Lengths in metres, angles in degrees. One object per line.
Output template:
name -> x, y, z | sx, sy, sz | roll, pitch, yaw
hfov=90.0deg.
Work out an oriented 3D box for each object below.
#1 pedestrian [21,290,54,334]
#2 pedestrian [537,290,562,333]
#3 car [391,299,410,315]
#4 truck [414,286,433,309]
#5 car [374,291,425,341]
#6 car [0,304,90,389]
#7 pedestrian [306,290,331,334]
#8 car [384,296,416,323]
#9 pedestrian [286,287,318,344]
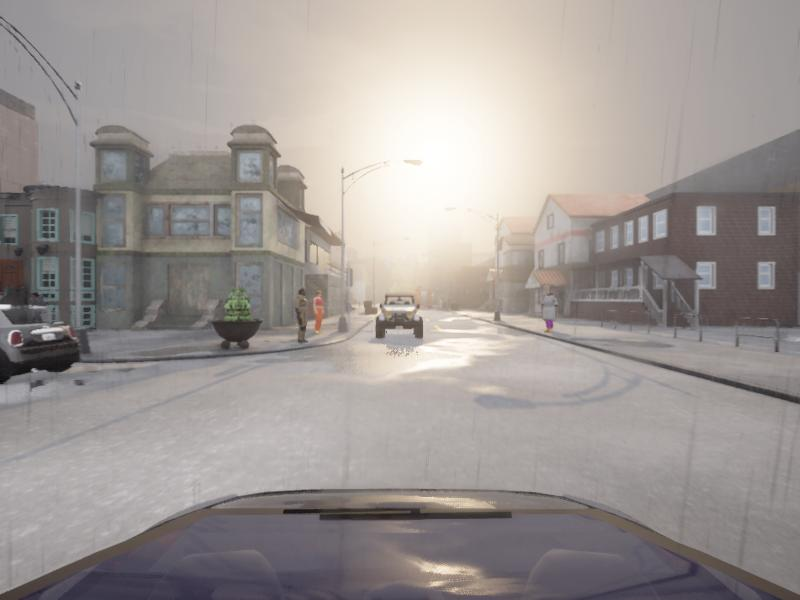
pedestrian -> -15.858, 0.510, 17.520 | 0.751, 1.860, 0.751 | 0, 0, -6
pedestrian -> 6.689, 0.495, 17.899 | 0.751, 1.860, 0.751 | 0, 0, -37
car -> 0.017, 0.704, 41.244 | 1.851, 1.617, 3.988 | 0, 0, 0
truck -> 4.041, -0.469, 71.456 | 2.891, 3.827, 8.468 | 0, 0, 0
car -> -0.014, 0.610, 16.972 | 1.905, 1.878, 3.866 | 0, 0, 0
car -> -8.839, 0.836, 7.932 | 3.806, 1.475, 1.970 | 0, 0, -4
pedestrian -> -3.486, 0.498, 17.145 | 0.751, 1.860, 0.751 | 0, 0, 41
car -> 0.015, 0.635, 28.736 | 2.097, 1.767, 4.553 | 0, 0, 0
pedestrian -> -3.305, 0.505, 13.510 | 0.751, 1.860, 0.751 | 0, 0, 17
